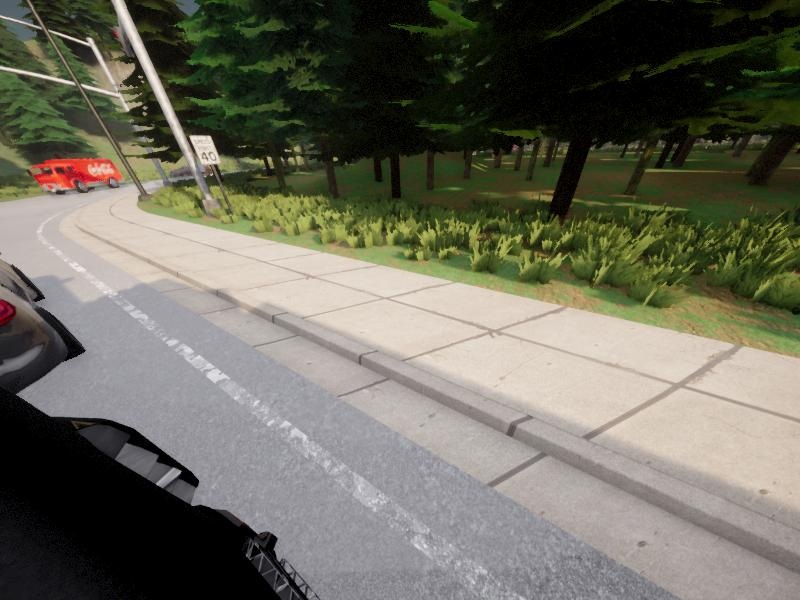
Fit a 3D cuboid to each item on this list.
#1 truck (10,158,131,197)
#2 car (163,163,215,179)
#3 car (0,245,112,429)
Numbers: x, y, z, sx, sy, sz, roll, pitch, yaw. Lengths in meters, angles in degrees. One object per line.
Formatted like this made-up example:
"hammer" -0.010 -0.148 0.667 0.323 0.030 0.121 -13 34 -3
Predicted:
"truck" -27.760 -10.741 20.011 2.627 2.467 5.204 -6 33 -4
"car" -27.042 -16.708 29.842 1.812 1.442 4.674 8 35 16
"car" -6.189 0.172 2.645 4.611 1.667 2.242 16 38 26
